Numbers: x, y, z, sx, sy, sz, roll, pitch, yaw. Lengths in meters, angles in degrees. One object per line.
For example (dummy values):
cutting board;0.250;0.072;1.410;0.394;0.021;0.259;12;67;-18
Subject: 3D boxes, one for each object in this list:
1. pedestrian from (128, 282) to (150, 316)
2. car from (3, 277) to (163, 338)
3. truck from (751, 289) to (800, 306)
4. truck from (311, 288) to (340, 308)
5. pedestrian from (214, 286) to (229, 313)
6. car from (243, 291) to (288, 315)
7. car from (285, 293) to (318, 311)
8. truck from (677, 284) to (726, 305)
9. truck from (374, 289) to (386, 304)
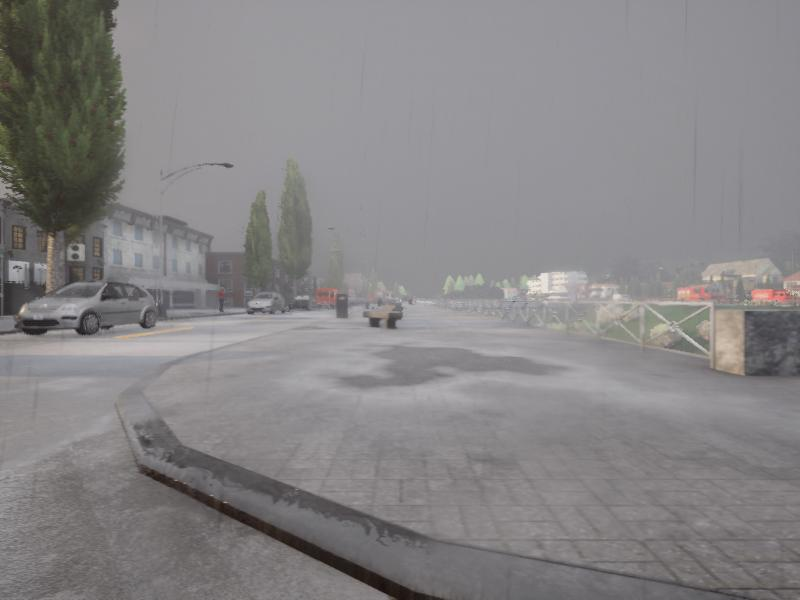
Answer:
pedestrian;-14.310;-0.048;21.955;0.751;1.860;0.751;0;0;-8
car;-9.510;0.201;12.515;1.851;1.617;3.988;0;0;0
truck;56.251;-0.319;60.062;2.627;2.467;5.204;0;0;0
truck;-9.431;-0.241;51.156;2.627;2.467;5.204;0;1;0
pedestrian;-12.661;-0.050;28.414;0.751;1.860;0.751;0;0;41
car;-9.477;0.201;28.565;1.851;1.617;3.988;0;0;0
car;-9.455;0.184;38.931;1.930;1.638;5.238;0;0;0
truck;56.281;-0.999;75.050;2.891;3.827;8.468;0;0;0
truck;-5.312;-0.917;106.813;2.891;3.827;8.468;0;0;0
